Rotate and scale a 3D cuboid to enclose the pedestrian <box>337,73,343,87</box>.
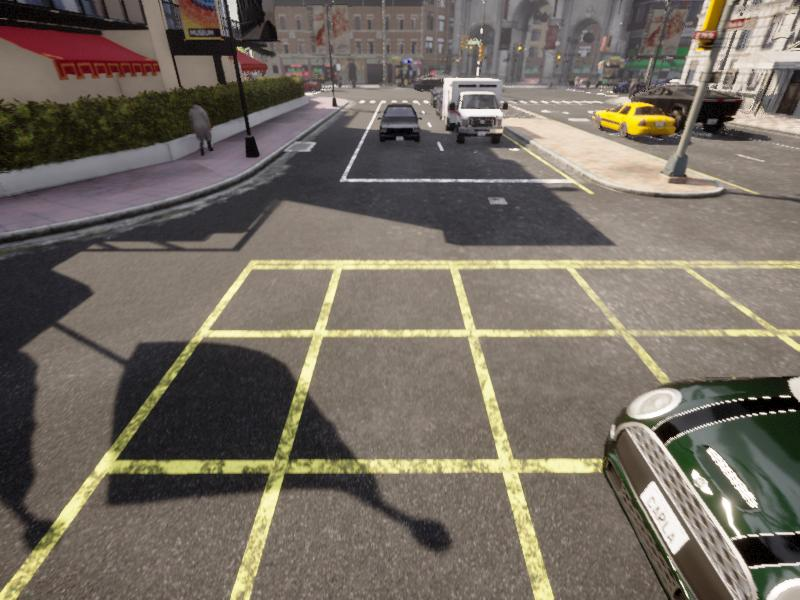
[{"bbox_3d":[-9.102,-33.541,60.956,0.751,1.860,0.751,-6,31,-10],"label":"pedestrian"}]

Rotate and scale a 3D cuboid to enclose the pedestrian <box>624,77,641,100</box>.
[{"bbox_3d":[22.227,-20.207,38.239,0.751,1.860,0.751,-20,36,-31],"label":"pedestrian"}]

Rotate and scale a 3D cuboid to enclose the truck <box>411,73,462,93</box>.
[{"bbox_3d":[4.693,-28.388,52.286,6.274,2.098,2.390,21,36,31],"label":"truck"}]

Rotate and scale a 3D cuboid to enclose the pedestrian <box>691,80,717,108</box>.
[{"bbox_3d":[23.271,-15.760,30.660,0.751,1.860,0.751,2,30,4],"label":"pedestrian"}]

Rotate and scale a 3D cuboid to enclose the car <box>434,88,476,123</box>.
[{"bbox_3d":[3.492,-12.858,26.283,2.033,1.649,4.856,0,30,0],"label":"car"}]

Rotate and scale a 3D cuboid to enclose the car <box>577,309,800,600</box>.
[{"bbox_3d":[3.540,1.197,2.475,3.806,1.475,1.970,0,30,0],"label":"car"}]

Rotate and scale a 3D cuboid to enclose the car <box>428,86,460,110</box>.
[{"bbox_3d":[3.540,-16.744,33.023,2.128,1.511,4.902,0,30,1],"label":"car"}]

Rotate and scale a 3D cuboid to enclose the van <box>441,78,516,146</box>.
[{"bbox_3d":[3.492,-9.321,19.465,2.351,2.431,6.366,0,30,0],"label":"van"}]

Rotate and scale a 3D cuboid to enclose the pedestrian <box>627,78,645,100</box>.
[{"bbox_3d":[22.247,-19.899,37.715,0.751,1.860,0.751,-5,31,-8],"label":"pedestrian"}]

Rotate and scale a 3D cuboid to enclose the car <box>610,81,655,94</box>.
[{"bbox_3d":[28.711,-26.318,49.477,4.181,1.385,1.994,0,30,0],"label":"car"}]

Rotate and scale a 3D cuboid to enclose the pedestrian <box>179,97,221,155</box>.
[{"bbox_3d":[-7.216,-6.310,14.541,0.751,1.860,0.751,0,30,-1],"label":"pedestrian"}]

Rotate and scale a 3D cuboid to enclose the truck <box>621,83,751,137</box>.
[{"bbox_3d":[14.994,-10.435,21.693,2.390,2.098,6.274,0,30,0],"label":"truck"}]

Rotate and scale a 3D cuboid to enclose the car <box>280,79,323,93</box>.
[{"bbox_3d":[-12.910,-28.306,52.883,5.027,1.651,2.152,0,30,0],"label":"car"}]

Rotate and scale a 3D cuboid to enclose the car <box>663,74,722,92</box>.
[{"bbox_3d":[38.132,-28.383,52.347,5.566,2.045,2.150,0,30,1],"label":"car"}]

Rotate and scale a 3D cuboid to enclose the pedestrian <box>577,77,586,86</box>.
[{"bbox_3d":[28.535,-34.348,62.899,0.751,1.300,0.751,26,39,37],"label":"pedestrian"}]

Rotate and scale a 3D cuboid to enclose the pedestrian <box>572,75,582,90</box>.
[{"bbox_3d":[24.959,-30.697,56.421,0.751,1.860,0.751,3,31,4],"label":"pedestrian"}]

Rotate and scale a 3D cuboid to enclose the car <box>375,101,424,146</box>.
[{"bbox_3d":[-0.007,-8.643,19.329,2.033,1.411,5.357,0,30,0],"label":"car"}]

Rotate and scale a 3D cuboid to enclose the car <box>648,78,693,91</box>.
[{"bbox_3d":[37.520,-29.921,55.563,4.674,1.442,1.812,0,30,0],"label":"car"}]

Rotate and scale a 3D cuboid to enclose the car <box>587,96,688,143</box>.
[{"bbox_3d":[11.493,-9.091,19.913,1.801,1.575,5.366,0,30,0],"label":"car"}]
